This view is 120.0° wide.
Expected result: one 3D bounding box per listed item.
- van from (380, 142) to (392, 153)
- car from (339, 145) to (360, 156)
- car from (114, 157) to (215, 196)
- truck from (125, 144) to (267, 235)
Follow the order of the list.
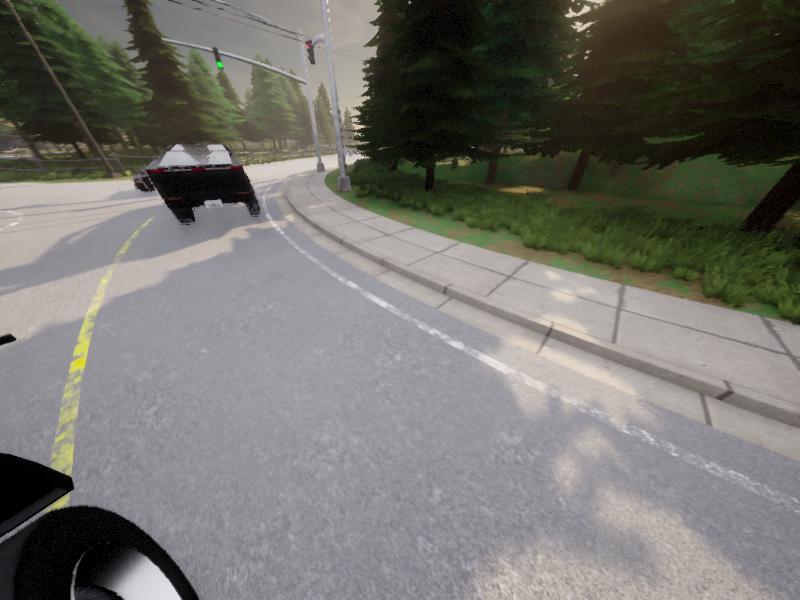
[{"bbox_3d":[-3.205,-36.135,54.661,1.775,1.987,4.442,7,35,9],"label":"van"},{"bbox_3d":[-9.335,-28.000,43.173,2.128,1.511,4.902,6,35,8],"label":"car"},{"bbox_3d":[-12.371,-6.879,12.601,1.994,1.385,4.181,-8,36,-12],"label":"car"},{"bbox_3d":[-7.071,-4.605,8.735,2.390,2.098,6.274,-19,39,-25],"label":"truck"}]
